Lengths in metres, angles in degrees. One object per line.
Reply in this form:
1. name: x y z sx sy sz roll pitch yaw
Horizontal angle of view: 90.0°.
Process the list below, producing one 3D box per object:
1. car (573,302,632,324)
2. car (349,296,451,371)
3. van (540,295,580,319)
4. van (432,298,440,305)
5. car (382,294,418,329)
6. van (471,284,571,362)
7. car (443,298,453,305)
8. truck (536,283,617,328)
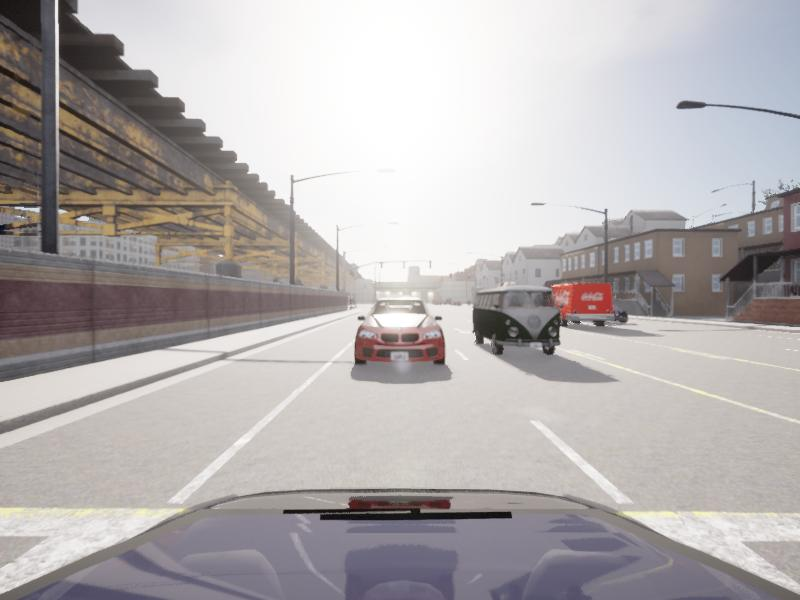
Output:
1. car: 13.981 0.872 27.924 1.994 1.385 4.181 0 0 1
2. car: -0.002 0.743 11.170 2.242 1.667 4.611 0 0 0
3. van: 13.978 0.551 35.254 1.775 1.987 4.442 0 0 0
4. van: 10.451 0.453 116.328 1.775 1.987 4.442 0 0 0
5. car: -0.011 0.616 23.460 1.905 1.878 3.866 0 0 0
6. van: 3.496 0.581 12.492 1.775 1.987 4.442 0 0 0
7. car: 13.951 0.429 115.815 2.150 2.045 5.566 0 0 0
8. truck: 10.491 0.318 24.376 2.627 2.467 5.204 0 0 0
